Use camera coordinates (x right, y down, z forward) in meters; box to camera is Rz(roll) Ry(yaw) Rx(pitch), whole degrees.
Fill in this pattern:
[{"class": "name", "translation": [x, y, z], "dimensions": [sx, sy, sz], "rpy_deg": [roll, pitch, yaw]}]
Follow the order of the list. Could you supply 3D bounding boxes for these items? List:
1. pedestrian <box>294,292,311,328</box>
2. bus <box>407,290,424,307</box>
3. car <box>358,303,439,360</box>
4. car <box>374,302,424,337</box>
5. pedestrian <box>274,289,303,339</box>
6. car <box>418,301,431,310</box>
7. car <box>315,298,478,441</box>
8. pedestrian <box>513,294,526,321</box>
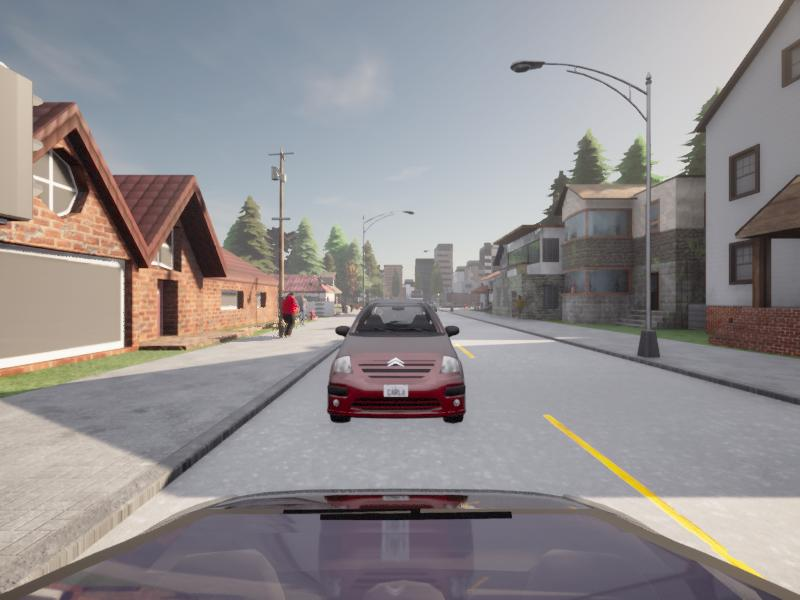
[{"class": "pedestrian", "translation": [-5.143, 0.533, 21.172], "dimensions": [0.751, 1.860, 0.751], "rpy_deg": [0, 0, -1]}, {"class": "bus", "translation": [3.885, -0.319, 102.546], "dimensions": [3.944, 4.253, 10.273], "rpy_deg": [0, 0, 0]}, {"class": "car", "translation": [-0.034, 0.851, 13.091], "dimensions": [2.163, 1.488, 4.792], "rpy_deg": [0, 0, 0]}, {"class": "car", "translation": [-0.032, 0.851, 19.556], "dimensions": [2.163, 1.488, 4.792], "rpy_deg": [0, 0, 0]}, {"class": "pedestrian", "translation": [-4.267, 0.533, 15.355], "dimensions": [0.751, 1.860, 0.751], "rpy_deg": [0, 0, 27]}, {"class": "car", "translation": [3.991, 0.854, 66.192], "dimensions": [1.816, 1.474, 4.193], "rpy_deg": [0, 0, 0]}, {"class": "car", "translation": [-0.037, 0.788, 6.528], "dimensions": [1.851, 1.617, 3.988], "rpy_deg": [0, 0, 0]}, {"class": "pedestrian", "translation": [8.313, 0.533, 27.805], "dimensions": [0.751, 1.860, 0.751], "rpy_deg": [0, 0, 3]}]
